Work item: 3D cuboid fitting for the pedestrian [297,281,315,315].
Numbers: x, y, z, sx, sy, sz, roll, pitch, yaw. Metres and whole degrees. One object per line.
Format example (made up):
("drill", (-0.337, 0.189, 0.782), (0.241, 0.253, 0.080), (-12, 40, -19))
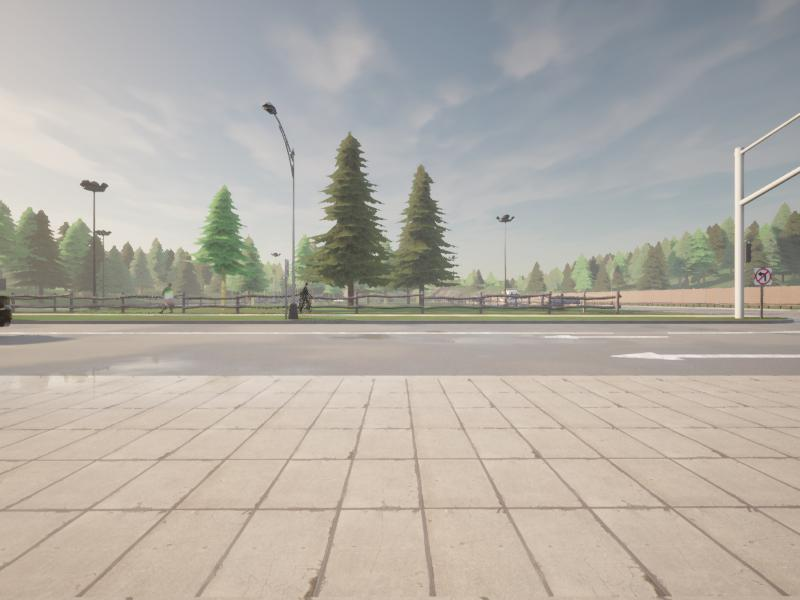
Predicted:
("pedestrian", (-5.206, -0.115, 22.155), (0.751, 1.860, 0.751), (0, 0, 4))

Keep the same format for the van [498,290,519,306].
("van", (18.537, -0.289, 68.623), (1.988, 2.561, 5.915), (0, 0, -1))

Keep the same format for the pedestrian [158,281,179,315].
("pedestrian", (-13.199, -0.115, 22.790), (0.751, 1.860, 0.751), (0, 0, 3))

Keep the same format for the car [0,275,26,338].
("car", (-13.033, 0.171, 10.176), (5.238, 1.638, 1.930), (0, 0, 0))
